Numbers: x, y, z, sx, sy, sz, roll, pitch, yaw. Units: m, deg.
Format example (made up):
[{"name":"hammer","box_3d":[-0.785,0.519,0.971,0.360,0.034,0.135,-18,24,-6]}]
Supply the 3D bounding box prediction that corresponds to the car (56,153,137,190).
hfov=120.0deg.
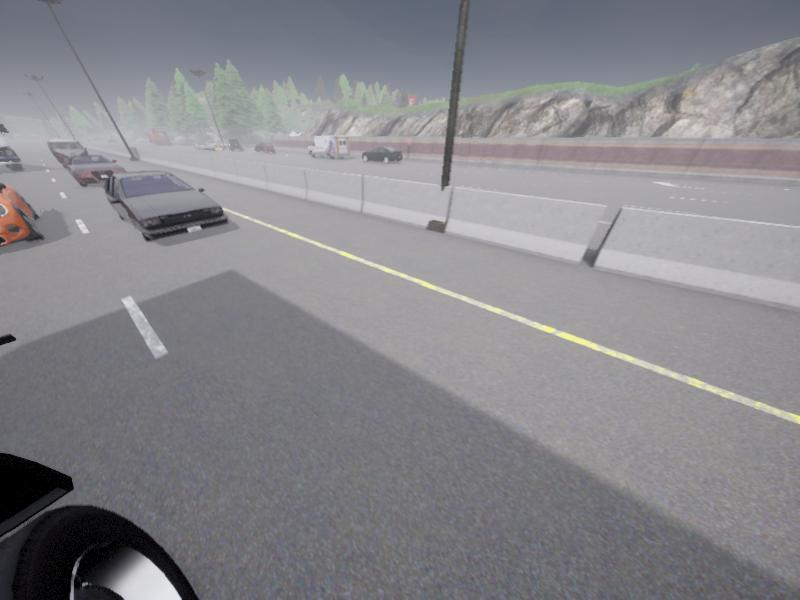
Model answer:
[{"name":"car","box_3d":[-17.128,-7.362,13.031,4.181,1.385,1.994,24,41,29]}]

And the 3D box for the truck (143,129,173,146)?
[{"name":"truck","box_3d":[-69.049,-46.436,65.944,8.468,3.827,2.891,24,41,29]}]

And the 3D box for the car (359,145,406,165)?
[{"name":"car","box_3d":[-1.977,-15.898,25.206,5.008,1.535,1.882,24,41,30]}]

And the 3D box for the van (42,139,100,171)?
[{"name":"van","box_3d":[-26.786,-11.878,18.816,4.442,1.987,1.775,24,41,29]}]

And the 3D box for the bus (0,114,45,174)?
[{"name":"bus","box_3d":[-32.120,-11.507,16.261,10.273,4.253,3.944,14,37,19]}]

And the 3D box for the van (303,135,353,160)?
[{"name":"van","box_3d":[-9.160,-19.432,29.384,6.366,2.431,2.351,24,41,29]}]

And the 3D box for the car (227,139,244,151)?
[{"name":"car","box_3d":[-31.427,-29.674,44.185,1.905,1.878,3.866,-19,39,-24]}]

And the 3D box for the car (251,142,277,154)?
[{"name":"car","box_3d":[-22.130,-24.798,37.635,3.705,1.549,1.789,24,41,30]}]

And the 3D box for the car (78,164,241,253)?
[{"name":"car","box_3d":[-7.390,-3.077,7.015,5.357,1.411,2.033,24,41,29]}]

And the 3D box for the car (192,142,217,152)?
[{"name":"car","box_3d":[-36.270,-28.403,42.841,4.718,1.301,1.895,24,41,29]}]

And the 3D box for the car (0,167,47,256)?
[{"name":"car","box_3d":[-11.109,-2.358,5.602,4.553,1.767,2.097,24,41,29]}]
